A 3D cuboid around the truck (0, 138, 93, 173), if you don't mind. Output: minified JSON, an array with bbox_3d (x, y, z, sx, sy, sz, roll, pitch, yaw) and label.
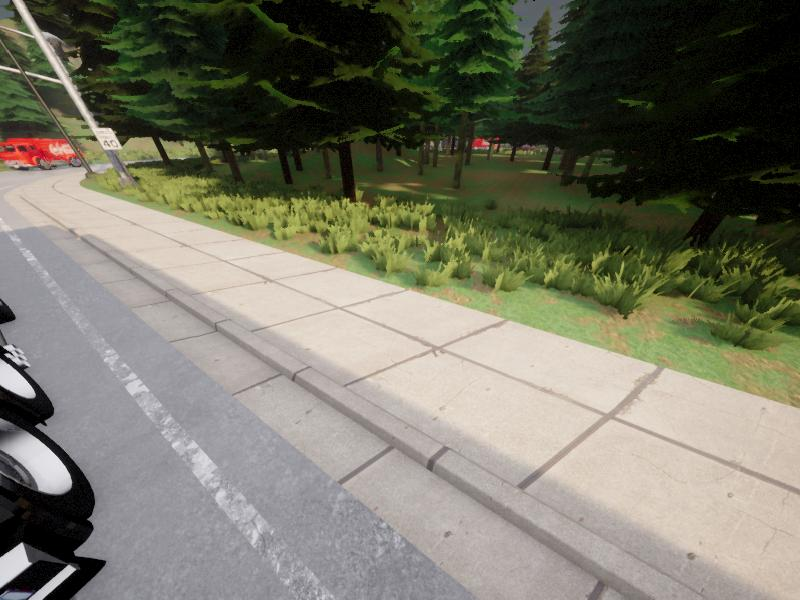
[{"bbox_3d":[-33.951,-13.758,21.849,2.627,2.467,5.204,-6,34,-8],"label":"truck"}]

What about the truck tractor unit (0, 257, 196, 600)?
[{"bbox_3d":[-5.099,-0.312,0.797,6.516,4.208,3.053,19,39,25],"label":"truck tractor unit"}]
